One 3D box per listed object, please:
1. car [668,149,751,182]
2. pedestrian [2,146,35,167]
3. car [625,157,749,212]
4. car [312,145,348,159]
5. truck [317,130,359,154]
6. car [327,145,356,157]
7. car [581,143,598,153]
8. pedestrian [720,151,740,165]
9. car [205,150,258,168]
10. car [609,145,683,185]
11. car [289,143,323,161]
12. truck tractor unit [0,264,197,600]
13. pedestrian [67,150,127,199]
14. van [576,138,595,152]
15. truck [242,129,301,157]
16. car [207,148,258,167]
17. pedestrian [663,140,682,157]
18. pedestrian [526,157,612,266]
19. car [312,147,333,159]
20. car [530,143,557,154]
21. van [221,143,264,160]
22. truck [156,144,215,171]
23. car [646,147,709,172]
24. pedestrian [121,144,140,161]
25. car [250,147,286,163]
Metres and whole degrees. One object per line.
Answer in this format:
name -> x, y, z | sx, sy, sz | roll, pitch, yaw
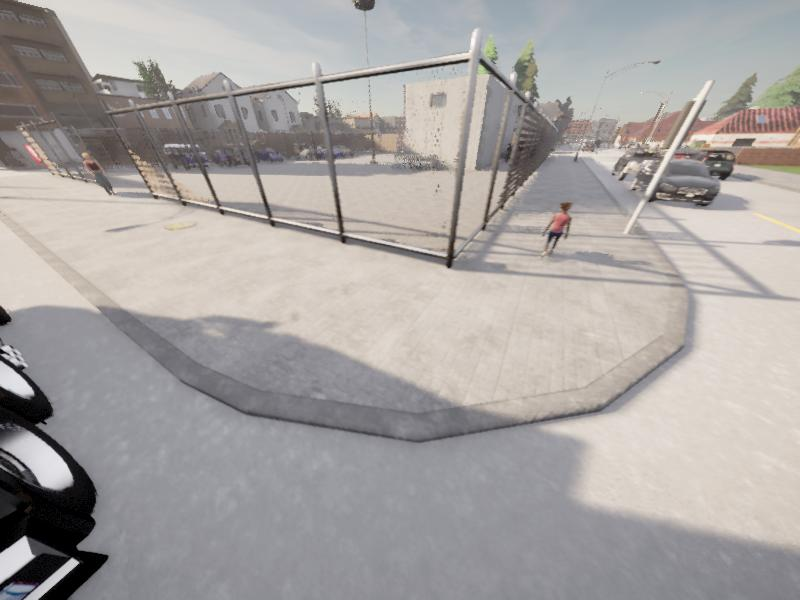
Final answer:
car -> 20.600, -9.226, 15.657 | 1.851, 1.617, 3.988 | 18, 39, 25
pedestrian -> -39.942, -15.025, 24.217 | 0.751, 1.860, 0.751 | -6, 35, -8
car -> 12.036, -5.323, 10.237 | 1.837, 1.490, 4.892 | 18, 38, 24
car -> -10.322, -22.057, 34.295 | 4.611, 1.667, 2.242 | 18, 39, 24
truck -> -12.761, -33.140, 48.499 | 2.891, 3.827, 8.468 | 19, 39, 25
car -> -9.370, -23.783, 36.886 | 4.193, 1.474, 1.816 | 18, 39, 24
car -> 35.917, -28.877, 43.875 | 1.816, 1.474, 4.193 | 18, 39, 24
pedestrian -> 30.680, -13.212, 21.497 | 0.500, 1.100, 0.500 | 18, 39, 24
car -> -18.049, -15.175, 24.702 | 5.357, 1.415, 2.033 | 18, 39, 24
car -> 15.577, -8.916, 15.028 | 1.932, 1.855, 4.605 | 18, 39, 24
car -> -12.693, -20.084, 31.298 | 3.866, 1.878, 1.905 | 18, 39, 24
truck tractor unit -> -5.118, -0.291, 0.783 | 6.516, 4.208, 3.053 | 18, 39, 24
pedestrian -> -13.825, -5.752, 10.597 | 0.751, 1.860, 0.751 | 18, 39, 24
van -> 42.810, -35.927, 53.483 | 2.351, 2.431, 6.366 | 18, 39, 25
truck -> -22.575, -28.079, 41.324 | 2.891, 3.827, 8.468 | 18, 39, 25
car -> -17.797, -15.302, 24.756 | 1.789, 1.547, 3.705 | 18, 39, 24
pedestrian -> 36.290, -20.206, 30.831 | 0.751, 1.860, 0.751 | 16, 38, 22
pedestrian -> 3.286, -1.758, 4.644 | 0.751, 1.860, 0.751 | 21, 40, 28
car -> -10.861, -20.742, 32.591 | 2.207, 1.379, 1.481 | 18, 39, 24
car -> 25.807, -27.241, 41.567 | 3.705, 1.549, 1.789 | 13, 37, 19
van -> -23.219, -22.138, 34.346 | 2.069, 2.038, 4.480 | 18, 39, 25
truck -> -20.179, -13.512, 21.786 | 4.478, 2.038, 2.069 | 18, 39, 24
car -> 23.980, -12.383, 20.232 | 2.007, 1.525, 4.514 | 17, 38, 23
pedestrian -> -36.178, -19.772, 31.005 | 0.751, 1.860, 0.751 | 14, 37, 20
car -> -16.060, -17.665, 28.154 | 3.633, 1.501, 1.845 | 18, 39, 24
